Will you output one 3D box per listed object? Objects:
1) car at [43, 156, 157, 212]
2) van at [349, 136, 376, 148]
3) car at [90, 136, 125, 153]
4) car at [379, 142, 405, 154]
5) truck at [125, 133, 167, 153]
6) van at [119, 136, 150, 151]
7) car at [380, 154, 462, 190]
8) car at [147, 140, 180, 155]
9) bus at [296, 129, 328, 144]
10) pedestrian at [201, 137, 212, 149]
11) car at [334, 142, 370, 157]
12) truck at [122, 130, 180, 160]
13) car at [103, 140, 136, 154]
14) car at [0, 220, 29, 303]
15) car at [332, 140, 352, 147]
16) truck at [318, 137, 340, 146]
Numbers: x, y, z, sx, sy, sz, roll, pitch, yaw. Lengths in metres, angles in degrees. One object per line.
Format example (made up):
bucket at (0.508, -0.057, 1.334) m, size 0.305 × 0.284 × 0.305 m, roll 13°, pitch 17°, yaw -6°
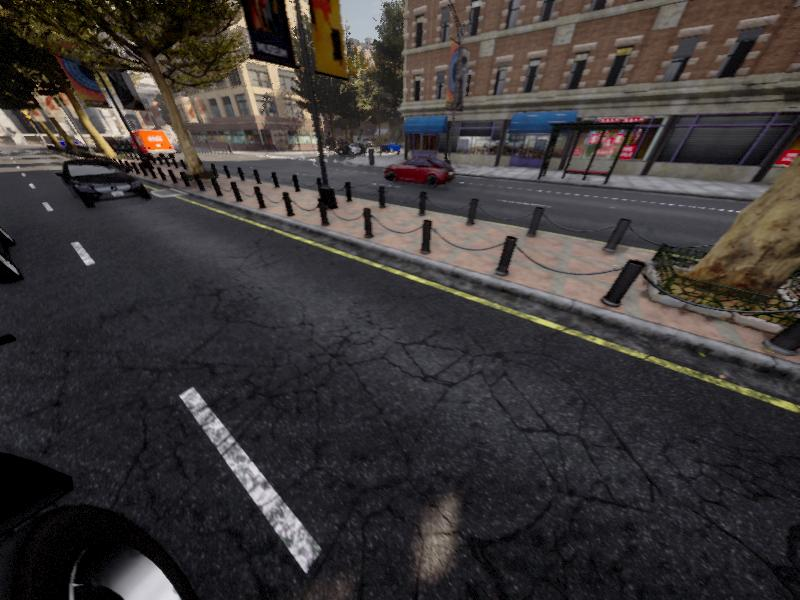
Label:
car at (-12.337, -4.918, 9.485) m, size 4.674 × 1.442 × 1.812 m, roll 22°, pitch 41°, yaw 28°
van at (-9.298, -38.909, 56.808) m, size 6.366 × 2.431 × 2.351 m, roll 22°, pitch 41°, yaw 28°
car at (-46.268, -24.640, 36.533) m, size 5.566 × 2.045 × 2.150 m, roll 24°, pitch 41°, yaw 29°
car at (-1.348, -26.211, 39.680) m, size 1.882 × 1.535 × 5.008 m, roll 21°, pitch 40°, yaw 27°
truck at (-39.711, -24.613, 36.199) m, size 5.204 × 2.467 × 2.627 m, roll 22°, pitch 41°, yaw 28°
van at (-45.553, -26.823, 39.639) m, size 4.480 × 2.038 × 2.069 m, roll 22°, pitch 41°, yaw 28°
car at (1.111, -7.508, 13.363) m, size 4.181 × 1.385 × 1.994 m, roll 22°, pitch 41°, yaw 28°
car at (-34.098, -21.990, 33.291) m, size 3.988 × 1.617 × 1.851 m, roll 22°, pitch 41°, yaw 28°
bus at (-32.416, -60.703, 85.841) m, size 3.944 × 4.253 × 10.273 m, roll 22°, pitch 41°, yaw 28°
pedestrian at (-37.471, -30.476, 44.749) m, size 0.751 × 1.860 × 0.751 m, roll 26°, pitch 42°, yaw 31°
car at (-6.753, -21.516, 32.977) m, size 2.038 × 1.542 × 4.974 m, roll 20°, pitch 40°, yaw 25°
truck at (-28.165, -17.492, 26.150) m, size 5.204 × 2.467 × 2.627 m, roll 19°, pitch 39°, yaw 30°
car at (-40.707, -22.208, 33.530) m, size 3.988 × 1.617 × 1.851 m, roll 22°, pitch 41°, yaw 28°
car at (-8.887, -1.084, 4.049) m, size 4.892 × 1.490 × 1.837 m, roll 22°, pitch 41°, yaw 28°
car at (-15.049, -40.873, 60.323) m, size 4.902 × 1.511 × 2.128 m, roll 22°, pitch 41°, yaw 28°
truck at (-20.525, -45.803, 66.737) m, size 6.274 × 2.098 × 2.390 m, roll 22°, pitch 41°, yaw 28°
